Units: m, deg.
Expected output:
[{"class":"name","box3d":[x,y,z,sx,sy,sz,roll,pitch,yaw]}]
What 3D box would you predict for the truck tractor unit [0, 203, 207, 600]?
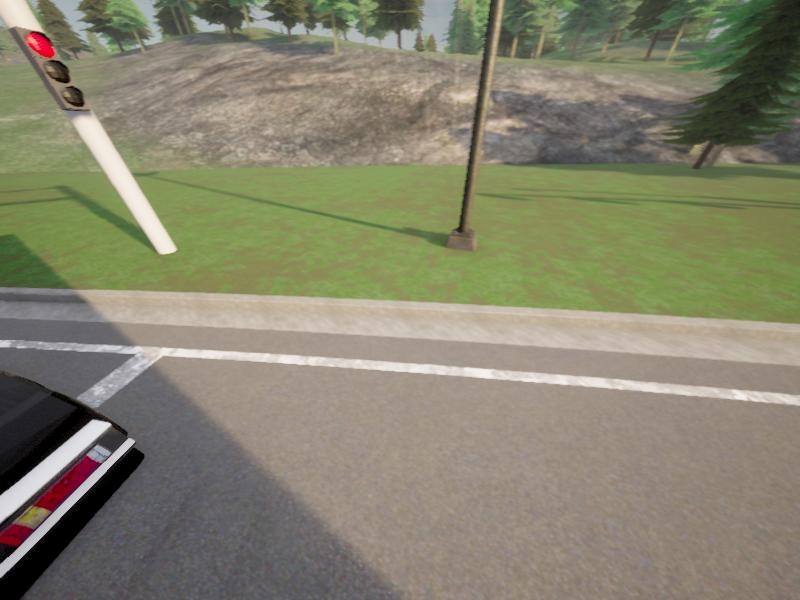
[{"class":"truck tractor unit","box3d":[-5.360,0.129,0.191,6.516,4.208,3.053,4,36,6]}]
